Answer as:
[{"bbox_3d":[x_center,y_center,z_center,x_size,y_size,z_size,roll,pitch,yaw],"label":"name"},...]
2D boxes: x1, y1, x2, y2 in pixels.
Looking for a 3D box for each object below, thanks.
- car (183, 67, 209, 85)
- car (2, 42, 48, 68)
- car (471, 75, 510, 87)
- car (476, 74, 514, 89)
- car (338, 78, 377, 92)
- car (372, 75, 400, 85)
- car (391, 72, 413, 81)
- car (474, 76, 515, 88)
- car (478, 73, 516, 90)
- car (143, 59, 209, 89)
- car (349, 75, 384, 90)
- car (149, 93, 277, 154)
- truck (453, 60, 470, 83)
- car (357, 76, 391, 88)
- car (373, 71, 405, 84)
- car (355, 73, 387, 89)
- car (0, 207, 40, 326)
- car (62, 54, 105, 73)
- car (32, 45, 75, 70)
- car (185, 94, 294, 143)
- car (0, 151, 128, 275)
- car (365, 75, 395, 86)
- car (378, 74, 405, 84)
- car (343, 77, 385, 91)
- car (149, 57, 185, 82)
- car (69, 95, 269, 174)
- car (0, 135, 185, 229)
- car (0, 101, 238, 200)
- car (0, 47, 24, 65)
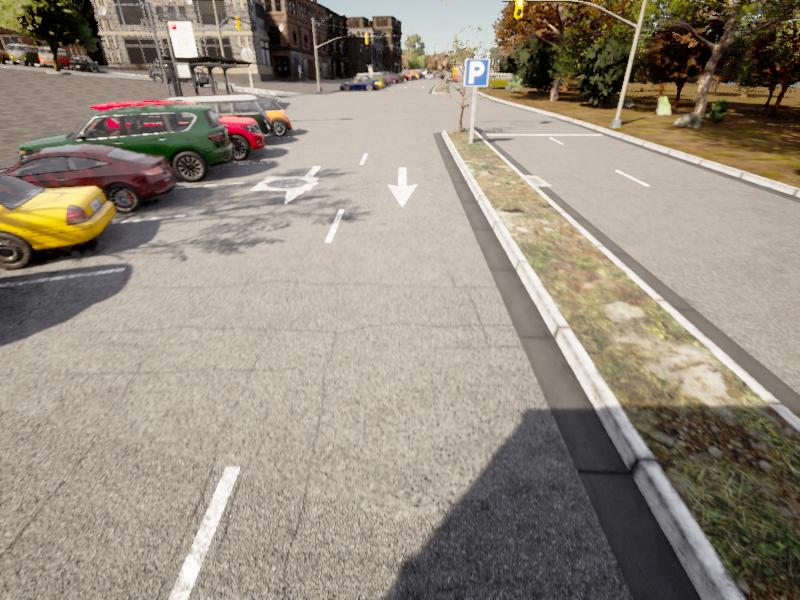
[{"bbox_3d":[-22.316,-24.650,43.990,2.002,1.452,4.674,-5,30,-19],"label":"car"},{"bbox_3d":[-40.310,-26.346,43.129,1.878,1.987,4.442,-5,29,-20],"label":"car"},{"bbox_3d":[14.071,-34.018,62.231,5.366,1.575,1.946,-6,31,-11],"label":"car"},{"bbox_3d":[13.542,-31.170,57.127,4.553,1.767,2.185,-6,31,-12],"label":"car"},{"bbox_3d":[-5.579,-28.190,52.463,4.792,1.488,2.163,-8,31,-12],"label":"car"},{"bbox_3d":[-2.544,-40.267,73.121,4.674,1.452,2.002,-7,31,-10],"label":"car"},{"bbox_3d":[0.366,-49.448,88.485,4.553,1.767,2.185,-6,31,-8],"label":"car"},{"bbox_3d":[14.084,-32.574,59.772,5.366,1.575,1.946,-6,31,-12],"label":"car"},{"bbox_3d":[13.154,-29.757,54.514,4.442,1.987,1.878,-7,31,-12],"label":"car"},{"bbox_3d":[-20.218,-20.492,36.303,4.605,1.855,1.932,5,28,-2],"label":"car"},{"bbox_3d":[-4.830,-31.330,57.512,4.553,1.767,2.185,-8,31,-12],"label":"car"},{"bbox_3d":[-7.810,-7.663,17.226,4.442,1.987,1.878,-11,31,-16],"label":"car"},{"bbox_3d":[12.144,-45.018,78.783,2.891,3.827,8.468,5,31,8],"label":"truck"},{"bbox_3d":[-4.126,-34.254,62.764,4.892,1.521,2.231,-8,31,-11],"label":"car"},{"bbox_3d":[-2.089,-42.036,75.568,5.566,2.045,2.435,-7,30,-10],"label":"car"},{"bbox_3d":[-4.359,-32.952,60.084,4.442,1.987,1.878,-8,31,-11],"label":"car"},{"bbox_3d":[-8.056,-0.092,4.178,5.566,2.045,2.435,-11,32,-17],"label":"car"},{"bbox_3d":[-34.349,-25.690,43.536,2.231,1.521,4.892,-5,30,-19],"label":"car"},{"bbox_3d":[-37.294,-26.093,43.237,1.878,1.987,4.442,-5,29,-20],"label":"car"},{"bbox_3d":[-7.829,-9.074,19.851,4.553,1.767,2.185,-11,32,-16],"label":"car"},{"bbox_3d":[-8.190,-1.361,6.853,5.366,1.575,1.946,-11,32,-17],"label":"car"},{"bbox_3d":[-3.370,-37.248,67.959,4.674,1.452,2.002,-7,30,-11],"label":"car"},{"bbox_3d":[-1.662,-43.323,78.266,5.008,1.535,2.097,-7,30,-9],"label":"car"},{"bbox_3d":[-4.928,-29.737,55.024,5.366,1.575,1.946,-8,31,-12],"label":"car"},{"bbox_3d":[-25.310,-25.168,43.763,2.435,2.045,5.566,-5,30,-19],"label":"car"},{"bbox_3d":[-7.931,-6.156,14.590,5.566,2.045,2.435,-11,31,-16],"label":"car"},{"bbox_3d":[-7.995,-2.869,9.524,4.674,1.452,2.002,-11,32,-17],"label":"car"},{"bbox_3d":[-8.009,-4.628,11.967,5.566,2.045,2.435,-11,32,-16],"label":"car"},{"bbox_3d":[-43.447,-26.544,43.374,1.946,1.575,5.366,-5,30,-19],"label":"car"}]
